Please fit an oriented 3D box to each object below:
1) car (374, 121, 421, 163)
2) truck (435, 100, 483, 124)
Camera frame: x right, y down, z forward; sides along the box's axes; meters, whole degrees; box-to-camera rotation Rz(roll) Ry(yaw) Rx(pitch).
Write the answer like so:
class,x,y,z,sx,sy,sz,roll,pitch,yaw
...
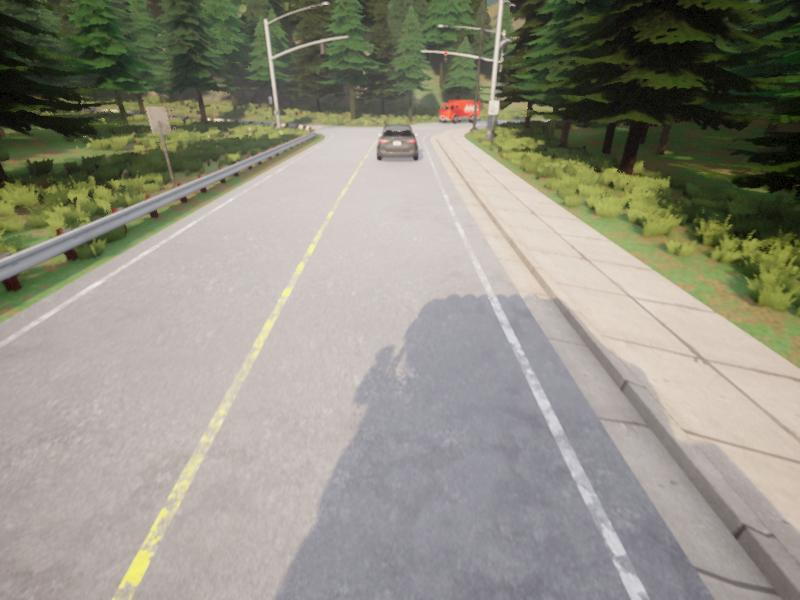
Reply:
class,x,y,z,sx,sy,sz,roll,pitch,yaw
car,-0.115,-8.661,21.701,2.242,1.667,4.611,0,27,0
truck,7.028,-22.512,47.842,5.204,2.467,2.627,-20,33,-34
